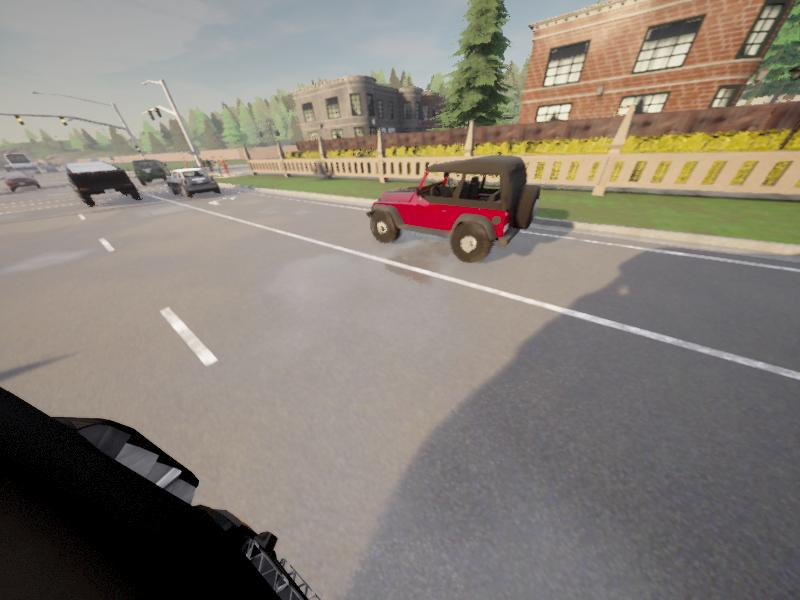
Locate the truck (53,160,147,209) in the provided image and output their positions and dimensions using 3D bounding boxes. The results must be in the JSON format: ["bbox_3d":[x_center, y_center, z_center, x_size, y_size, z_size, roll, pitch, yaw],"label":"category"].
[{"bbox_3d":[-18.561,-7.283,14.239,6.274,2.098,2.390,21,41,31],"label":"truck"}]

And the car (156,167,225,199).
[{"bbox_3d":[-13.510,-7.607,14.886,3.806,1.475,1.970,20,40,31],"label":"car"}]

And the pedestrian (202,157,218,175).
[{"bbox_3d":[-23.951,-16.905,29.090,0.751,1.860,0.751,22,41,32],"label":"pedestrian"}]

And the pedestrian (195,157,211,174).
[{"bbox_3d":[-25.914,-17.669,30.374,0.751,1.860,0.751,22,41,32],"label":"pedestrian"}]

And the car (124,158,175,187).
[{"bbox_3d":[-24.112,-12.551,22.525,2.150,2.045,5.566,-24,39,-28],"label":"car"}]

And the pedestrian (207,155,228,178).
[{"bbox_3d":[-18.162,-13.282,22.999,0.751,1.860,0.751,13,37,22],"label":"pedestrian"}]

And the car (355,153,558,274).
[{"bbox_3d":[1.112,-2.318,5.545,3.866,1.878,1.905,20,40,31],"label":"car"}]

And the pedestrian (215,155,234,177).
[{"bbox_3d":[-17.780,-13.622,23.473,0.751,1.860,0.751,-15,36,-18],"label":"pedestrian"}]

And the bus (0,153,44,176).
[{"bbox_3d":[-91.493,-32.905,55.918,10.273,4.253,3.944,20,40,31],"label":"bus"}]

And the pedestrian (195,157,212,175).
[{"bbox_3d":[-24.942,-17.040,29.367,0.751,1.860,0.751,20,40,30],"label":"pedestrian"}]

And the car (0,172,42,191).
[{"bbox_3d":[-38.889,-12.216,23.708,4.674,1.442,1.812,20,40,31],"label":"car"}]

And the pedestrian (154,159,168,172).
[{"bbox_3d":[-40.008,-22.549,38.696,0.751,1.860,0.751,16,38,25],"label":"pedestrian"}]

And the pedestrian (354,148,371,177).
[{"bbox_3d":[-2.847,-10.535,17.745,0.751,1.860,0.751,20,40,30],"label":"pedestrian"}]

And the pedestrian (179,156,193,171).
[{"bbox_3d":[-33.073,-21.097,35.736,0.751,1.860,0.751,22,41,32],"label":"pedestrian"}]
